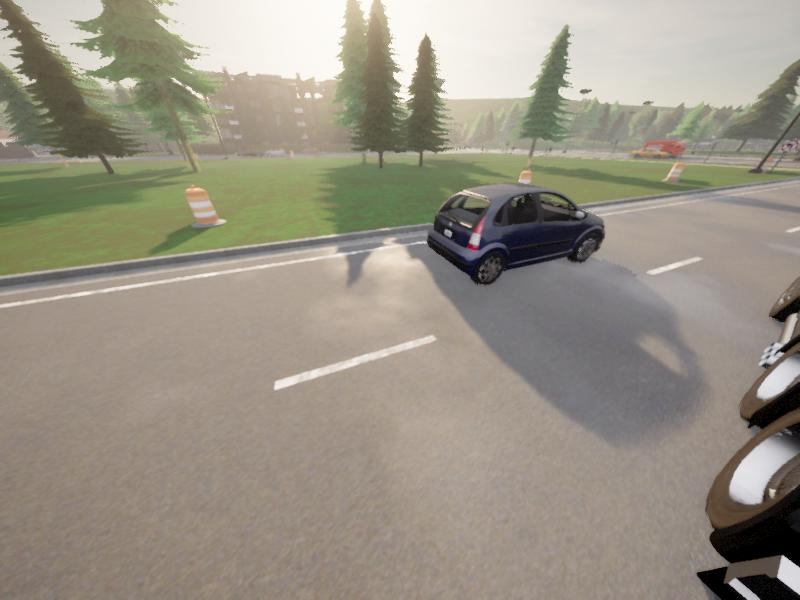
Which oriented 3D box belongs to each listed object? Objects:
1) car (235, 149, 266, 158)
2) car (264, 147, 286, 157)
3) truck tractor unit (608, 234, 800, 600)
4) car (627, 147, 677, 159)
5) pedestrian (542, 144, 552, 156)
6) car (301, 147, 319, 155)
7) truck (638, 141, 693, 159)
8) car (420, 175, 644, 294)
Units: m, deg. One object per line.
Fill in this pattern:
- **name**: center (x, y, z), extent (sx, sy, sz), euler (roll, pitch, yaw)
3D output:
- **car**: center (-28.081, -27.625, 43.567), extent (4.718, 1.301, 1.895), euler (-13, 36, -18)
- **car**: center (-25.589, -30.419, 47.449), extent (3.633, 1.501, 1.845), euler (-13, 36, -18)
- **truck tractor unit**: center (5.051, -0.356, 0.862), extent (6.516, 4.208, 3.053), euler (-20, 39, -26)
- **car**: center (42.301, -24.855, 39.037), extent (1.801, 1.575, 5.366), euler (-13, 36, -18)
- **pedestrian**: center (28.142, -28.785, 44.284), extent (0.751, 1.860, 0.751), euler (-10, 35, -14)
- **car**: center (-21.449, -35.630, 55.056), extent (3.633, 1.501, 1.845), euler (-13, 36, -18)
- **truck**: center (45.549, -25.960, 39.859), extent (2.627, 2.467, 5.204), euler (-13, 36, -18)
- **car**: center (2.683, -1.690, 5.154), extent (3.988, 1.617, 1.851), euler (-13, 36, -18)
